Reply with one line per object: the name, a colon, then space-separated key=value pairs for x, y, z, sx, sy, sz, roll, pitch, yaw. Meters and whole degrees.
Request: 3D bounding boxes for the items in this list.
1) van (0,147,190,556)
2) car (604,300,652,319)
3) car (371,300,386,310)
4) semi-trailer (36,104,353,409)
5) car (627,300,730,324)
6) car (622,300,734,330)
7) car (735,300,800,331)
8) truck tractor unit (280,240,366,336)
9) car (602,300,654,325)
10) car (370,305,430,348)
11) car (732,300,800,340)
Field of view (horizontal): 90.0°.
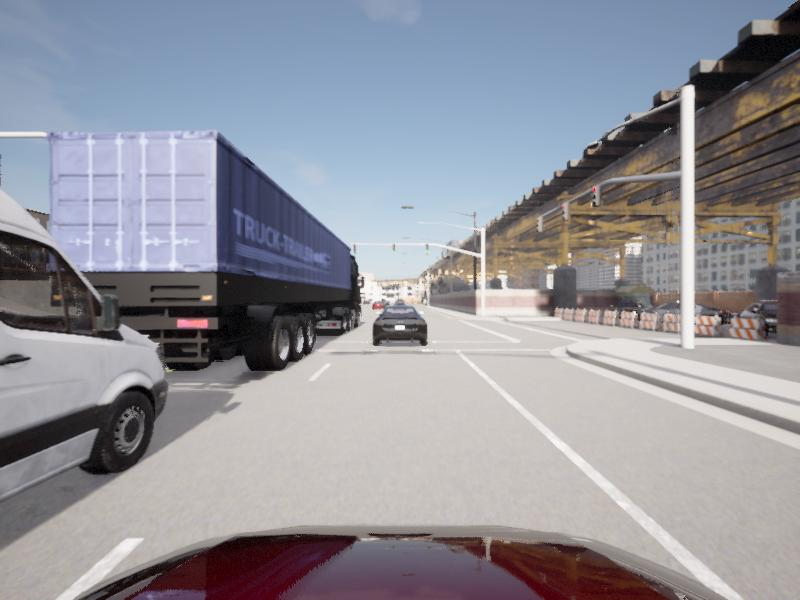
van: x=-3.498 y=0.322 z=1.816 sx=1.988 sy=2.561 sz=5.915 roll=0 pitch=0 yaw=0
car: x=15.969 y=0.628 z=27.873 sx=1.853 sy=1.218 sz=4.536 roll=0 pitch=0 yaw=44
car: x=-3.500 y=0.826 z=66.006 sx=2.163 sy=1.488 sz=4.792 roll=0 pitch=0 yaw=0
semi-trailer: x=-3.822 y=-0.622 z=12.934 sx=2.717 sy=4.402 sz=14.254 roll=0 pitch=0 yaw=1
car: x=15.975 y=0.630 z=23.185 sx=1.853 sy=1.218 sz=4.536 roll=0 pitch=0 yaw=-36
car: x=15.944 y=0.787 z=23.227 sx=2.038 sy=1.542 sz=4.974 roll=0 pitch=0 yaw=-36
car: x=16.759 y=0.632 z=17.906 sx=1.853 sy=1.218 sz=4.536 roll=0 pitch=0 yaw=29
truck tractor unit: x=-3.663 y=-0.528 z=20.844 sx=3.053 sy=4.208 sz=6.516 roll=0 pitch=0 yaw=2
car: x=15.933 y=0.786 z=27.835 sx=2.038 sy=1.542 sz=4.974 roll=0 pitch=0 yaw=44
car: x=0.000 y=0.902 z=15.499 sx=1.994 sy=1.385 sz=4.181 roll=0 pitch=0 yaw=0
car: x=16.734 y=0.789 z=17.860 sx=2.038 sy=1.542 sz=4.974 roll=0 pitch=0 yaw=29
